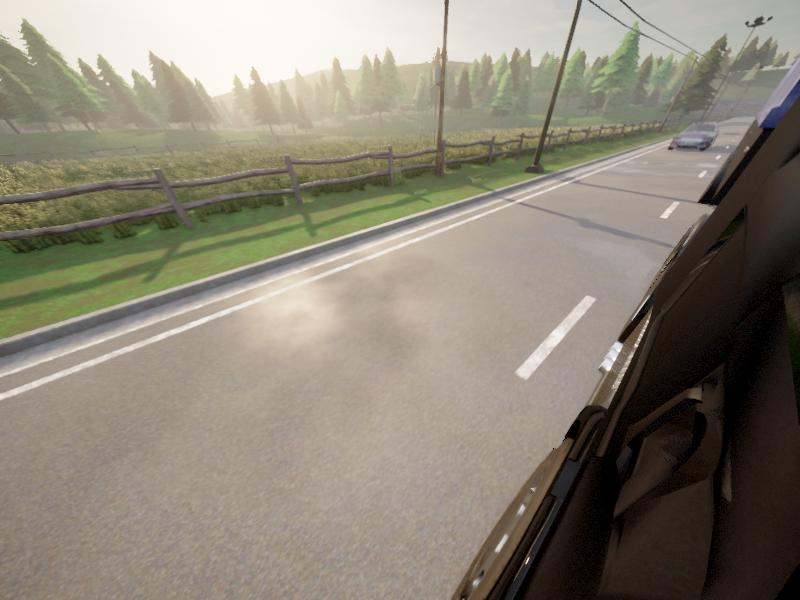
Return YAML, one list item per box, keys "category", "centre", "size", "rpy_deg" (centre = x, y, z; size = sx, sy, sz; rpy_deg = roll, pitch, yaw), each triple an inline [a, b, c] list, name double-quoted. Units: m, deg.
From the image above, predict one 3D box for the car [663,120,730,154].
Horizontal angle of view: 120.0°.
- category: "car"
  centre: [21.353, -11.795, 16.633]
  size: [4.856, 1.649, 2.033]
  rpy_deg: [-28, 44, -29]

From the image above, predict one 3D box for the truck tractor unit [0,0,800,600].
- category: "truck tractor unit"
  centre: [2.645, -0.295, 0.351]
  size: [6.516, 4.208, 3.053]
  rpy_deg: [-28, 44, -30]

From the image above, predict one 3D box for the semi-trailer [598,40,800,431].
- category: "semi-trailer"
  centre: [8.704, -3.607, 4.215]
  size: [14.254, 4.402, 2.717]
  rpy_deg: [-28, 44, -30]
